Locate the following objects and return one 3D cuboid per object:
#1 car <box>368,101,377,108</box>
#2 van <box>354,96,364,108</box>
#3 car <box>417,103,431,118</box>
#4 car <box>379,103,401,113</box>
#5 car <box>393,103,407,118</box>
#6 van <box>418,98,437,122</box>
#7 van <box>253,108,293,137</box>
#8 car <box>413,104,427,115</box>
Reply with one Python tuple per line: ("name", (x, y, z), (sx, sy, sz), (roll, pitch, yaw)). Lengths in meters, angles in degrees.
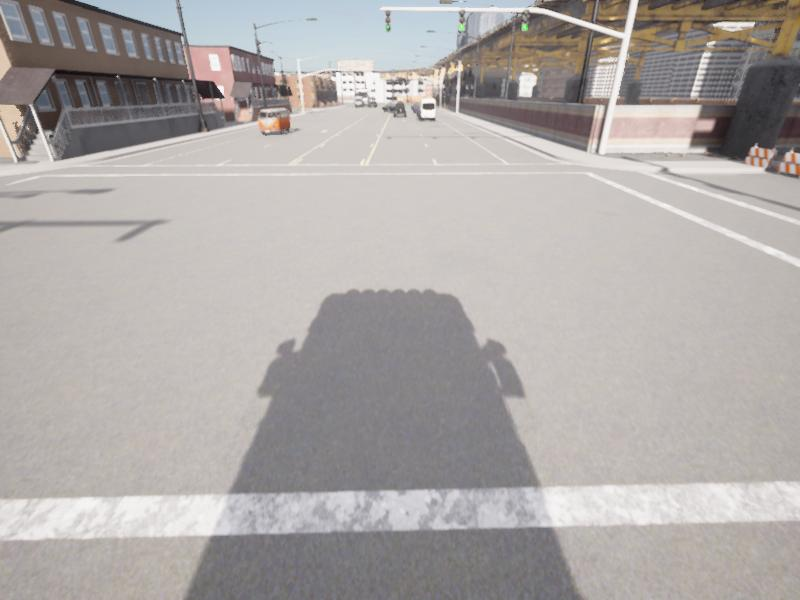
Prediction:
("car", (-6.997, -50.063, 102.385), (1.851, 1.617, 3.988), (0, 27, 0))
("van", (-10.500, -50.947, 102.958), (1.988, 2.561, 5.915), (0, 27, 0))
("car", (3.504, -27.977, 58.993), (1.905, 1.878, 3.866), (0, 27, 0))
("car", (-1.919, -35.701, 74.306), (1.930, 1.638, 5.238), (-13, 30, -24))
("car", (0.004, -27.925, 58.893), (1.905, 1.878, 3.866), (0, 27, 0))
("van", (3.506, -24.610, 51.730), (1.988, 2.561, 5.915), (0, 27, 0))
("van", (-10.498, -14.901, 33.450), (1.775, 1.987, 4.442), (0, 27, 0))
("car", (3.503, -33.992, 71.306), (2.152, 1.651, 5.027), (0, 27, 0))
